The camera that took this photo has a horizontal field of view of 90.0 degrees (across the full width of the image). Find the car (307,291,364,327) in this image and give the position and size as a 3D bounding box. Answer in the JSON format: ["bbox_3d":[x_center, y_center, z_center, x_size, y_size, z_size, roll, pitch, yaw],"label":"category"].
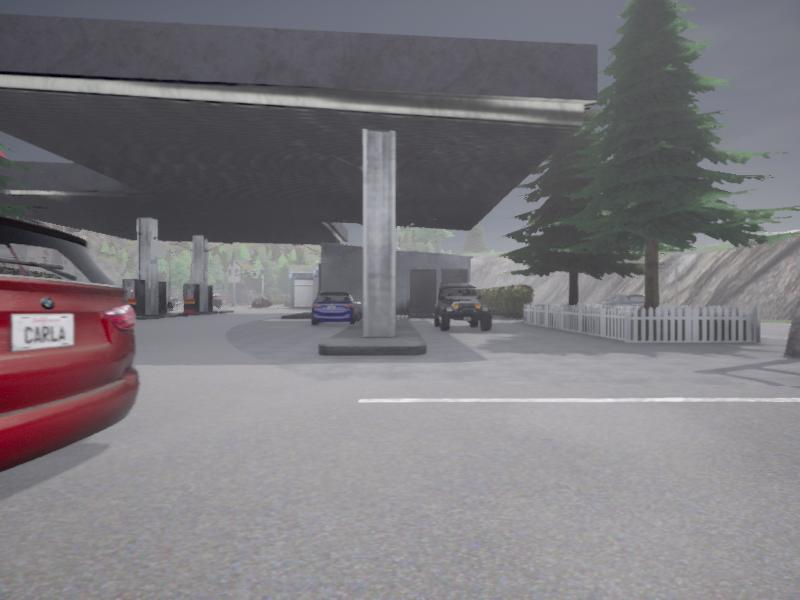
[{"bbox_3d":[-3.189,0.420,20.866,2.242,1.667,4.611,0,0,0],"label":"car"}]

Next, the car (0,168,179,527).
[{"bbox_3d":[-4.166,0.241,2.234,4.611,1.667,2.242,0,-2,0],"label":"car"}]

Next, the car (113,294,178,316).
[{"bbox_3d":[-20.400,0.380,32.379,1.930,1.638,5.238,0,0,0],"label":"car"}]

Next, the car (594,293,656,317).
[{"bbox_3d":[17.106,0.359,30.766,2.033,1.649,4.856,0,0,0],"label":"car"}]

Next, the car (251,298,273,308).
[{"bbox_3d":[-20.366,0.464,59.202,1.816,1.474,4.193,0,0,0],"label":"car"}]

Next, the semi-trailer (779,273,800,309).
[{"bbox_3d":[50.331,-1.054,44.608,2.717,4.402,14.254,0,0,0],"label":"semi-trailer"}]

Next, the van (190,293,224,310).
[{"bbox_3d":[-23.878,0.185,49.801,2.069,2.038,4.480,0,0,0],"label":"van"}]

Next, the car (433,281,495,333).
[{"bbox_3d":[2.493,0.248,16.555,1.905,1.878,3.866,0,0,0],"label":"car"}]

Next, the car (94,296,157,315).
[{"bbox_3d":[-23.897,0.437,35.091,2.038,1.542,4.974,0,0,0],"label":"car"}]
